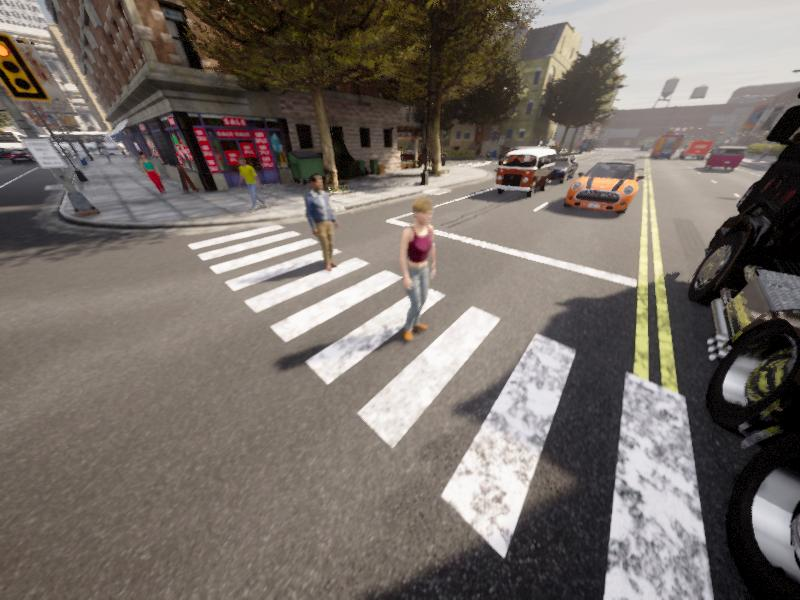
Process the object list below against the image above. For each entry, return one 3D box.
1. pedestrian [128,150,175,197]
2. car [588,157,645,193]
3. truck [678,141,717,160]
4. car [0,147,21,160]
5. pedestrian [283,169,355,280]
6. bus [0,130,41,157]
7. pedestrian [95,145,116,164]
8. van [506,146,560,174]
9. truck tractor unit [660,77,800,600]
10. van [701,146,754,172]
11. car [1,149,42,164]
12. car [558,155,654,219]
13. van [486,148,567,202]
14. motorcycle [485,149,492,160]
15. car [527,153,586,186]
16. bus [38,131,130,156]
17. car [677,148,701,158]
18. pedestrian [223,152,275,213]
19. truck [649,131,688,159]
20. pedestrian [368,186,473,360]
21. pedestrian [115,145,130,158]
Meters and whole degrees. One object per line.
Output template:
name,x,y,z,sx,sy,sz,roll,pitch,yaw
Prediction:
pedestrian,-11.710,-5.994,10.938,0.751,1.860,0.751,27,43,34
car,13.481,-7.871,14.293,1.837,1.490,4.892,26,42,33
truck,47.163,-23.863,36.806,2.627,2.467,5.204,26,42,33
car,-66.247,-24.471,38.585,4.856,1.649,2.033,26,42,34
pedestrian,-1.519,-1.472,4.570,0.751,1.860,0.751,29,44,35
bus,-80.012,-32.377,47.860,10.273,4.253,3.944,27,42,33
pedestrian,-35.624,-17.607,27.980,0.751,1.860,0.751,25,42,32
van,12.340,-13.348,21.880,1.775,1.987,4.442,-6,35,-8
truck tractor unit,4.765,-0.549,1.150,3.053,4.208,6.516,28,43,35
van,32.177,-14.071,22.914,1.775,1.987,4.442,26,42,33
car,-51.147,-19.490,31.363,4.974,1.542,2.038,27,43,33
car,8.813,-5.008,9.839,2.097,1.767,4.553,26,42,33
van,6.718,-6.753,12.179,2.069,2.038,4.480,26,42,33
motorcycle,13.879,-23.008,36.422,0.764,1.277,2.356,-2,33,15
car,11.317,-9.520,16.598,2.152,1.651,5.027,26,42,33
bus,-67.269,-33.734,49.830,10.273,4.253,3.944,-15,37,-21
car,52.020,-26.559,41.634,1.970,1.475,3.806,26,42,33
pedestrian,-5.360,-4.225,8.338,0.751,1.860,0.751,9,35,13
truck,47.806,-27.811,41.393,2.891,3.827,8.468,26,42,33
pedestrian,0.200,-0.306,2.860,0.751,1.860,0.751,-27,43,-33
pedestrian,-45.589,-24.410,37.959,0.751,1.860,0.751,29,44,35
